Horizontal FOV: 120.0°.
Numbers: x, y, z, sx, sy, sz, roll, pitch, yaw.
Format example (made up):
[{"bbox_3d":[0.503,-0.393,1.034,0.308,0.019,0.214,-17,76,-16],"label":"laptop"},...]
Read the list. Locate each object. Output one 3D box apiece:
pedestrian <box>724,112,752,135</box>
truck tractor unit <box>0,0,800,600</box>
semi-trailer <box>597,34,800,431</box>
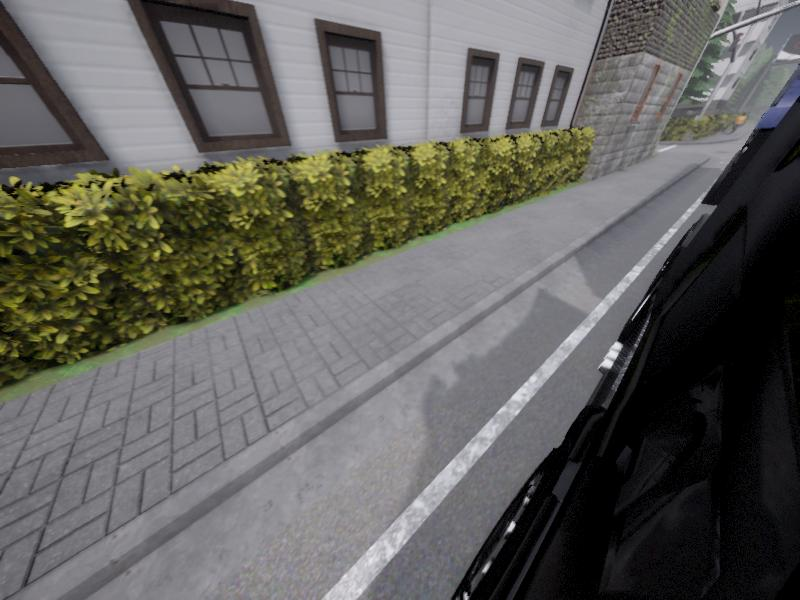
[{"bbox_3d":[34.974,-18.247,23.908,0.751,1.860,0.751,26,45,33],"label":"pedestrian"},{"bbox_3d":[2.645,-0.295,0.352,6.516,4.208,3.053,-28,44,-30],"label":"truck tractor unit"},{"bbox_3d":[8.740,-3.579,4.182,14.254,4.402,2.717,-28,43,-29],"label":"semi-trailer"}]
